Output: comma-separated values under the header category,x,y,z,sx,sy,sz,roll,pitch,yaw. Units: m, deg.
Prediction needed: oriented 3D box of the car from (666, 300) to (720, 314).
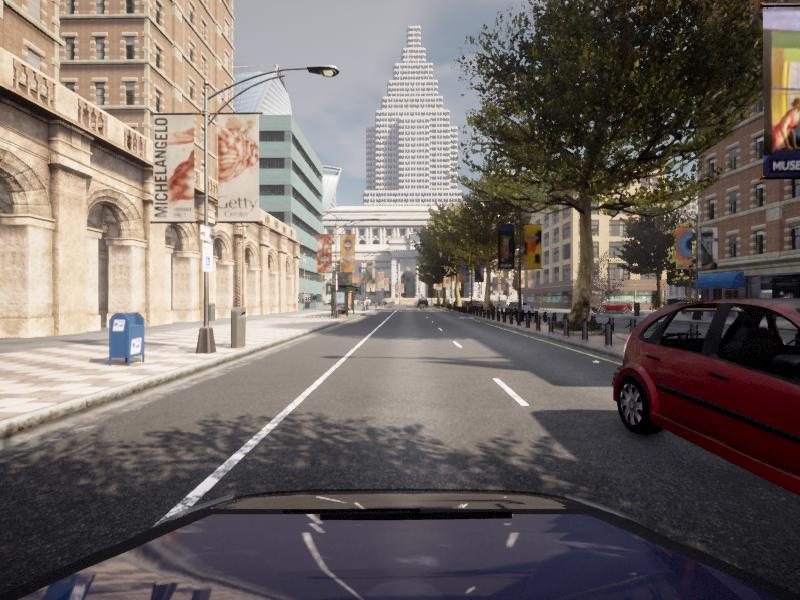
category,x,y,z,sx,sy,sz,roll,pitch,yaw
car,34.731,0.826,47.556,4.974,1.542,2.038,0,0,-1

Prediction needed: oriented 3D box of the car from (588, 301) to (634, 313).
category,x,y,z,sx,sy,sz,roll,pitch,yaw
car,26.945,0.851,51.263,4.792,1.488,2.163,0,0,3

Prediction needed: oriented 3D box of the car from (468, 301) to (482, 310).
category,x,y,z,sx,sy,sz,roll,pitch,yaw
car,12.876,0.854,68.833,1.816,1.474,4.193,0,0,1

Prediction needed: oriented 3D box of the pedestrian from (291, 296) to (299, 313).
category,x,y,z,sx,sy,sz,roll,pitch,yaw
pedestrian,-11.490,0.485,43.791,0.751,1.860,0.751,0,0,0

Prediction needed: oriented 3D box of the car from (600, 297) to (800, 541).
category,x,y,z,sx,sy,sz,roll,pitch,yaw
car,3.587,0.788,3.390,1.851,1.617,3.988,0,0,1

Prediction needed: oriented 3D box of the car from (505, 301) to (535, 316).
category,x,y,z,sx,sy,sz,roll,pitch,yaw
car,12.334,0.853,41.266,1.970,1.475,3.806,0,0,1
